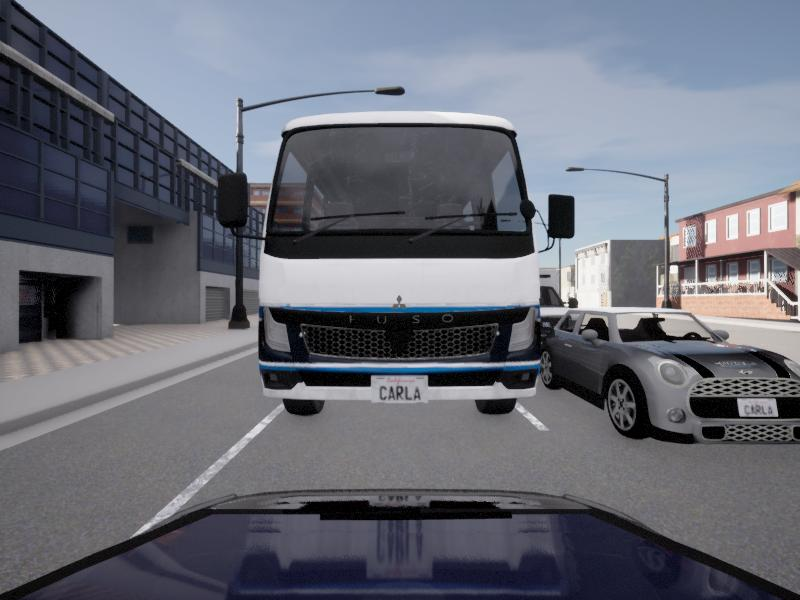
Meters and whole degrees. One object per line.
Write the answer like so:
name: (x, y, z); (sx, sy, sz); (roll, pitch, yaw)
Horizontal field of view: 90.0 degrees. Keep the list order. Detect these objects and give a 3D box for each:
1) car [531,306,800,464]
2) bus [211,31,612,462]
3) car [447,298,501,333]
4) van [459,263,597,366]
car: (3.502, 0.852, 5.780); (1.970, 1.475, 3.806); (0, 0, 0)
bus: (0.118, -0.566, 9.092); (3.944, 4.253, 10.273); (0, 1, 0)
car: (3.500, 0.683, 19.815); (1.812, 1.442, 4.674); (0, 1, 0)
van: (3.500, 0.309, 12.675); (2.351, 2.431, 6.366); (0, 1, 0)
